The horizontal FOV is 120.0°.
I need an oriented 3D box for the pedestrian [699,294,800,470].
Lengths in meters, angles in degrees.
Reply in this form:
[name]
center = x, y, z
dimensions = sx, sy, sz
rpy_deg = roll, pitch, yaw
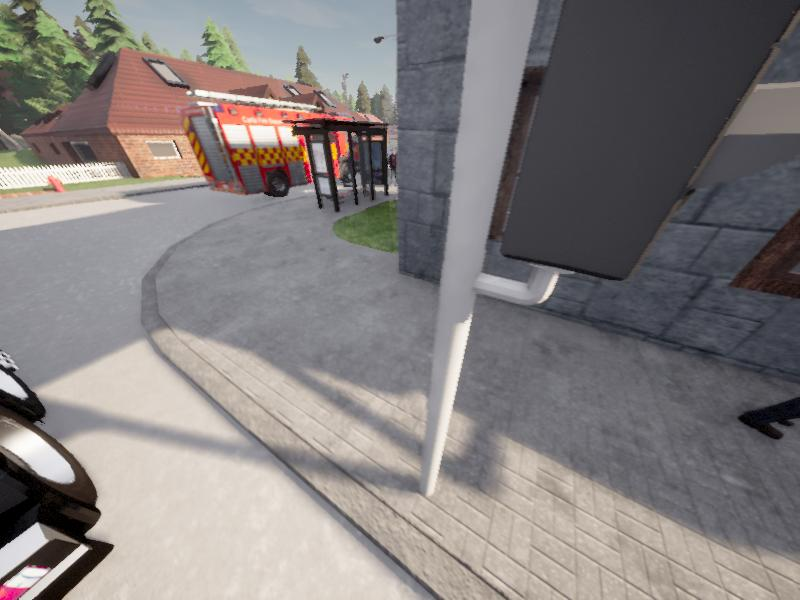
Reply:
[pedestrian]
center = 3.350, 0.394, 1.537
dimensions = 0.751, 1.860, 0.751
rpy_deg = 18, 39, 25

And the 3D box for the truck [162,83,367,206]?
[truck]
center = -5.633, -8.034, 12.229
dimensions = 2.891, 3.827, 8.468
rpy_deg = 18, 39, 24

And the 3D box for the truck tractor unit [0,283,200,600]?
[truck tractor unit]
center = -5.143, -0.268, 0.732
dimensions = 6.516, 4.208, 3.053
rpy_deg = 17, 38, 23
